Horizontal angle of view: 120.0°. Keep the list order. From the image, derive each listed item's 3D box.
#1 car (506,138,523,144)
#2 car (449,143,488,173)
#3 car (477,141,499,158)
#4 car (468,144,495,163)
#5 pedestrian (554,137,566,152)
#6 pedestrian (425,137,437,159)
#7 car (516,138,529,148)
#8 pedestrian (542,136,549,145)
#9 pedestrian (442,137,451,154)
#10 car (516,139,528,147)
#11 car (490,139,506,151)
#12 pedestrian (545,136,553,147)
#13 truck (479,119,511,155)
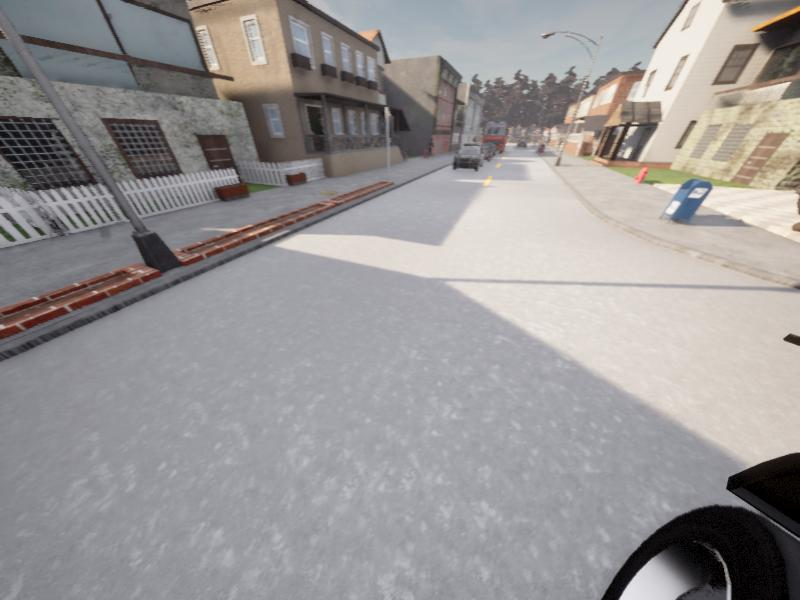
[{"bbox_3d":[33.630,-46.873,68.017,2.033,1.411,5.357,-4,36,-6],"label":"car"},{"bbox_3d":[5.437,-11.210,18.054,1.930,1.638,5.238,13,38,17],"label":"car"},{"bbox_3d":[10.784,-18.432,28.202,1.789,1.549,3.705,14,38,18],"label":"car"},{"bbox_3d":[8.443,-15.145,23.776,1.994,1.385,4.181,14,38,18],"label":"car"},{"bbox_3d":[24.309,-23.752,35.195,0.751,1.860,0.751,9,37,12],"label":"pedestrian"},{"bbox_3d":[3.150,-15.639,23.791,0.751,1.860,0.751,-29,45,-34],"label":"pedestrian"},{"bbox_3d":[25.396,-32.616,48.029,2.038,1.542,4.974,14,38,18],"label":"car"},{"bbox_3d":[35.003,-38.346,55.536,0.751,1.860,0.751,9,37,11],"label":"pedestrian"},{"bbox_3d":[5.994,-19.754,29.529,0.751,1.860,0.751,14,38,19],"label":"pedestrian"},{"bbox_3d":[27.823,-35.916,52.770,1.994,1.385,4.181,14,38,18],"label":"car"},{"bbox_3d":[17.485,-27.670,41.148,2.163,1.488,4.792,14,38,18],"label":"car"},{"bbox_3d":[32.285,-34.447,50.113,0.751,1.860,0.751,15,38,20],"label":"pedestrian"},{"bbox_3d":[14.098,-23.937,33.930,2.891,3.827,8.468,14,38,18],"label":"truck"}]
